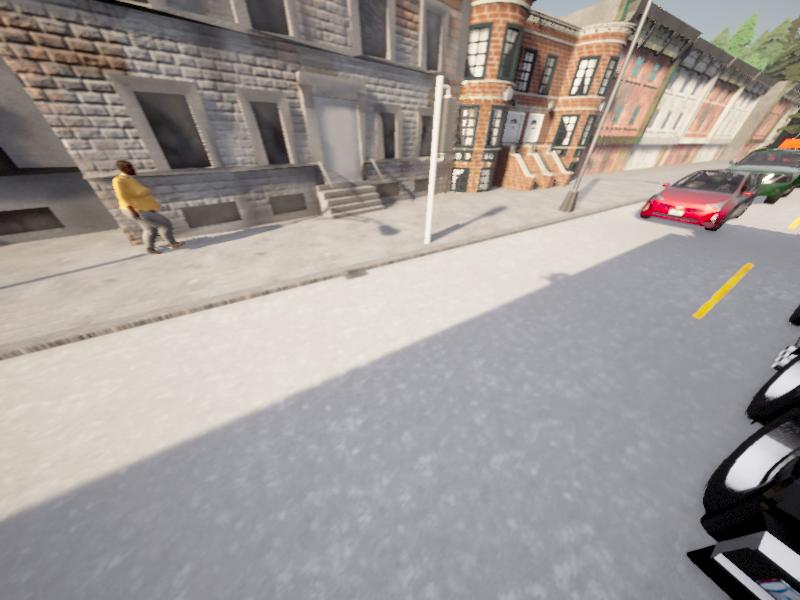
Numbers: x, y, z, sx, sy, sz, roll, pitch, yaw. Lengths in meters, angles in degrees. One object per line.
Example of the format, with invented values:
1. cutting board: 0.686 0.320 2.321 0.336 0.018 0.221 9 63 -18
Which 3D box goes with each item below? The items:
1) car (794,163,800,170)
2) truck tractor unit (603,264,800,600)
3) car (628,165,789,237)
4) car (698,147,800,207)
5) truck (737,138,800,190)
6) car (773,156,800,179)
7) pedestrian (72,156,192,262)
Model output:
1. car: 42.041 -13.766 22.910 4.792 1.488 2.163 -18 39 -24
2. truck tractor unit: 5.110 -0.300 0.790 6.516 4.208 3.053 -18 39 -24
3. car: 10.514 -3.583 7.927 4.514 1.525 2.007 -18 39 -24
4. car: 17.613 -6.107 11.168 5.566 2.045 2.150 -18 39 -25
5. truck: 25.004 -8.666 14.547 5.204 2.467 2.627 -18 39 -24
6. car: 31.922 -10.413 18.156 4.718 1.301 1.895 -18 39 -25
7. pedestrian: -5.317 -1.868 4.794 0.751 1.860 0.751 -17 38 -23
